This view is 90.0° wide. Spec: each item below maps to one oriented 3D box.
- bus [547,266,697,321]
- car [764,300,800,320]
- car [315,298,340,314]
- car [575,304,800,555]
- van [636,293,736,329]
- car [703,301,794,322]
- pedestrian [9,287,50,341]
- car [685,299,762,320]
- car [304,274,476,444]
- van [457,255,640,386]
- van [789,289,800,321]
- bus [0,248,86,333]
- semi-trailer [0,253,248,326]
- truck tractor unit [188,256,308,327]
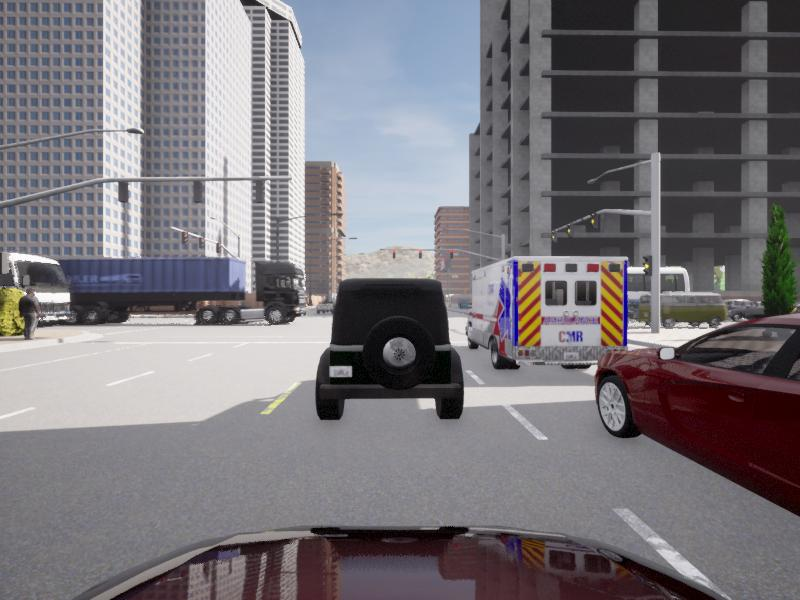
[{"bbox_3d":[18.010,-0.535,33.064,10.273,4.253,3.944,0,0,-1],"label":"bus"},{"bbox_3d":[33.950,0.801,33.484,5.366,1.575,1.801,0,0,-1],"label":"car"},{"bbox_3d":[-8.316,0.652,46.420,1.932,1.855,4.605,0,0,1],"label":"car"},{"bbox_3d":[3.422,0.823,3.069,1.882,1.535,5.008,0,0,-1],"label":"car"},{"bbox_3d":[16.091,0.598,22.647,4.442,1.987,1.775,0,0,-1],"label":"van"},{"bbox_3d":[25.877,0.836,29.830,4.902,1.511,2.128,0,0,-1],"label":"car"},{"bbox_3d":[-13.168,0.485,14.233,0.751,1.860,0.751,0,0,11],"label":"pedestrian"},{"bbox_3d":[26.870,0.756,33.351,4.611,1.667,2.242,0,0,-1],"label":"car"},{"bbox_3d":[-0.157,0.646,6.375,1.905,1.878,3.866,0,0,-2],"label":"car"},{"bbox_3d":[3.229,0.378,10.624,2.351,2.431,6.366,0,0,-2],"label":"van"},{"bbox_3d":[33.479,0.378,29.976,6.366,2.431,2.351,0,0,-1],"label":"van"},{"bbox_3d":[-24.047,-0.540,22.015,10.273,4.253,3.944,1,0,-1],"label":"bus"},{"bbox_3d":[-17.414,-0.618,25.597,14.254,4.402,2.717,0,0,0],"label":"semi-trailer"},{"bbox_3d":[-9.501,-0.523,25.682,6.516,4.208,3.053,0,0,-1],"label":"truck tractor unit"}]
